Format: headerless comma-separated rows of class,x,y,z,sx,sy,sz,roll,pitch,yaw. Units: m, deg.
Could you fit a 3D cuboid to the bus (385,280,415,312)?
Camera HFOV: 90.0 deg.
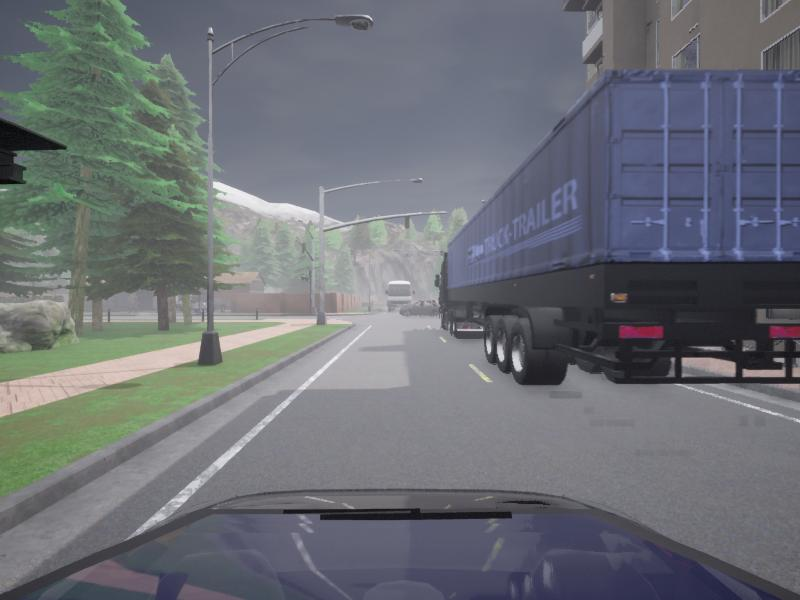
bus,0.035,-0.534,57.845,3.944,4.253,10.273,0,0,0

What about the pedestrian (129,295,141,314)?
pedestrian,-26.911,0.475,40.609,0.751,1.860,0.751,0,0,-5

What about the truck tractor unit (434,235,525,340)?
truck tractor unit,3.464,-0.514,19.294,3.053,4.208,6.516,0,0,0

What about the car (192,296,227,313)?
car,-21.587,0.503,45.523,1.932,1.855,4.605,0,0,-1

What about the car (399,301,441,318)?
car,1.793,0.822,36.830,3.633,1.501,1.845,0,0,-2

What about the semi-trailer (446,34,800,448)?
semi-trailer,3.484,-0.619,11.378,2.717,4.402,14.254,0,0,0

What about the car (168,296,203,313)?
car,-24.091,0.505,45.073,1.905,1.878,3.866,0,0,-1
